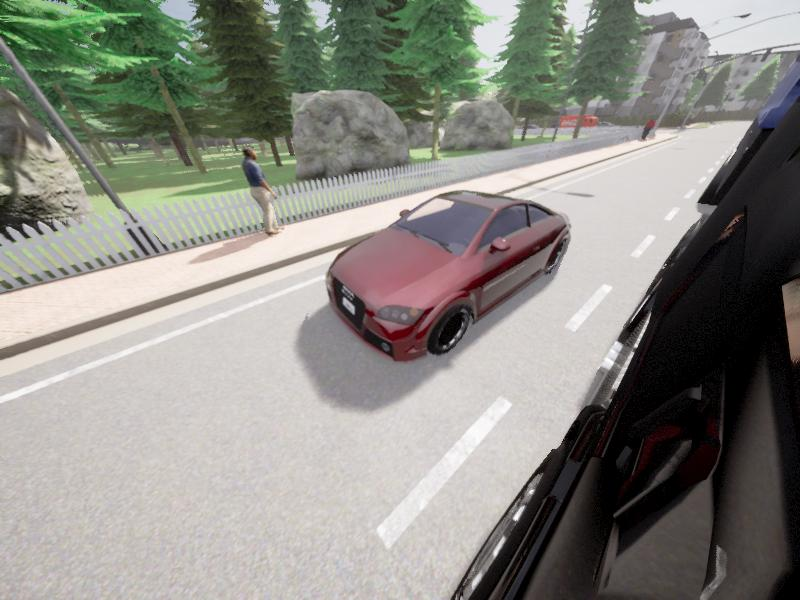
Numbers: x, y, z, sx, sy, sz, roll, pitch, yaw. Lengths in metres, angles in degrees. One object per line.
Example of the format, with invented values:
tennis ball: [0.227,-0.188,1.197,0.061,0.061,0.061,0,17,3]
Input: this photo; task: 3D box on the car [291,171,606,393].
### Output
car: [0.940,-0.869,3.614,4.181,1.385,1.994,-27,43,-29]

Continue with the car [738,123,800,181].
car: [16.346,-6.321,9.657,5.366,1.575,1.801,-28,43,-29]

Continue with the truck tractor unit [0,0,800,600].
truck tractor unit: [2.645,-0.295,0.351,6.516,4.208,3.053,-28,44,-30]

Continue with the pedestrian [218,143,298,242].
pedestrian: [-3.125,-2.400,5.222,0.751,1.860,0.751,-32,46,-33]

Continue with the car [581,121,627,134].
car: [32.530,-27.681,37.035,2.128,1.511,4.902,-26,43,-28]

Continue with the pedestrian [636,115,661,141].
pedestrian: [22.966,-15.850,21.359,0.751,1.860,0.751,-28,44,-30]

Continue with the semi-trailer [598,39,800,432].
semi-trailer: [8.700,-3.616,4.207,14.254,4.402,2.717,-28,44,-30]

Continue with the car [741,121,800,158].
car: [22.470,-9.492,13.540,4.792,1.488,2.163,-28,43,-29]

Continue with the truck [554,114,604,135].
truck: [28.242,-27.804,36.689,2.627,2.467,5.204,-26,43,-28]
